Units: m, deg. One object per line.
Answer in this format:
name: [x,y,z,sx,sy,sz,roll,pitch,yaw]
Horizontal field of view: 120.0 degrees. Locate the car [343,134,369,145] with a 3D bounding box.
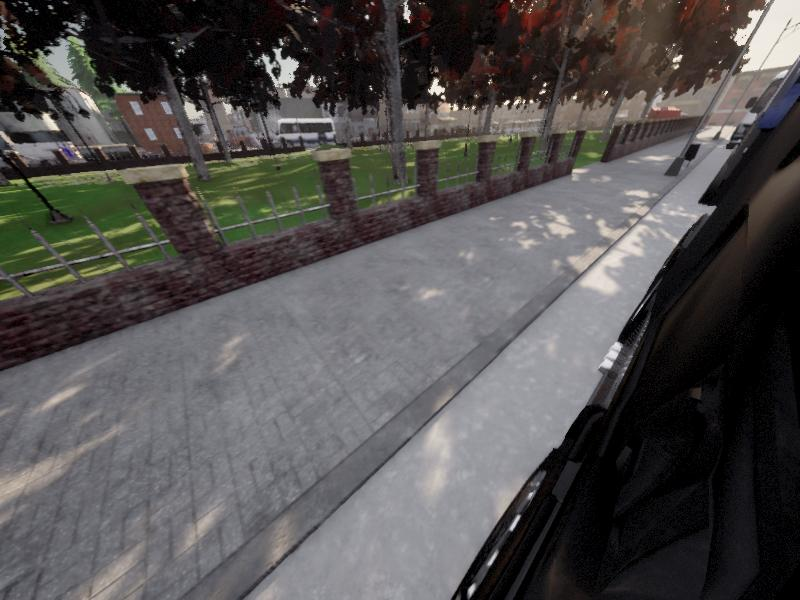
car: [-8.614,-31.588,45.496,4.674,1.442,1.812,-28,44,-30]

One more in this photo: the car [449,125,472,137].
car: [14.691,-40.988,56.084,5.566,2.045,2.150,-30,44,-32]

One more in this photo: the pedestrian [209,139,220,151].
pedestrian: [-34.880,-29.240,43.498,0.751,1.860,0.751,28,46,35]

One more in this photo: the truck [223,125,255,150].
truck: [-34.119,-34.291,48.820,2.891,3.827,8.468,-28,43,-30]

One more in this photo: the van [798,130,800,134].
van: [43.927,-18.565,23.595,5.915,2.561,1.988,-28,44,-30]

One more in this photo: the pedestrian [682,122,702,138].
pedestrian: [31.818,-18.528,25.170,0.751,1.300,0.751,-28,43,-30]

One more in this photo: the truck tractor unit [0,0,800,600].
truck tractor unit: [2.645,-0.295,0.351,6.516,4.208,3.053,-28,44,-30]

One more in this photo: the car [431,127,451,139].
car: [9.440,-38.261,52.907,4.605,1.855,1.932,-28,44,-30]

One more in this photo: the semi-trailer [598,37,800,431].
semi-trailer: [8.708,-3.595,4.224,14.254,4.402,2.717,-28,43,-30]

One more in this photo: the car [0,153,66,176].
car: [-36.672,-13.429,22.868,3.633,1.501,1.845,-29,44,-31]

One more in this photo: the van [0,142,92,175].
van: [-39.356,-15.599,25.210,6.366,2.431,2.351,-28,44,-30]

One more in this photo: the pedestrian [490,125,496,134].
pedestrian: [22.376,-41.254,55.860,0.751,1.860,0.751,28,47,35]

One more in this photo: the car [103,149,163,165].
car: [-33.337,-18.062,29.072,4.718,1.301,1.895,-26,42,-28]

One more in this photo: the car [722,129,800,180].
car: [16.782,-6.677,10.370,5.357,1.411,2.033,-28,43,-30]

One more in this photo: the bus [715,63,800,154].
bus: [27.139,-13.309,16.202,10.273,4.253,3.944,-28,44,-30]

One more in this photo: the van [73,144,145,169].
van: [-32.036,-16.030,25.675,4.442,1.987,1.775,-30,44,-31]

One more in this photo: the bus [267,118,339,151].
bus: [-16.559,-29.057,40.385,10.273,4.253,3.944,-22,44,-26]

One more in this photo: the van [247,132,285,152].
van: [-22.500,-26.488,38.734,6.366,2.431,2.351,24,45,32]
